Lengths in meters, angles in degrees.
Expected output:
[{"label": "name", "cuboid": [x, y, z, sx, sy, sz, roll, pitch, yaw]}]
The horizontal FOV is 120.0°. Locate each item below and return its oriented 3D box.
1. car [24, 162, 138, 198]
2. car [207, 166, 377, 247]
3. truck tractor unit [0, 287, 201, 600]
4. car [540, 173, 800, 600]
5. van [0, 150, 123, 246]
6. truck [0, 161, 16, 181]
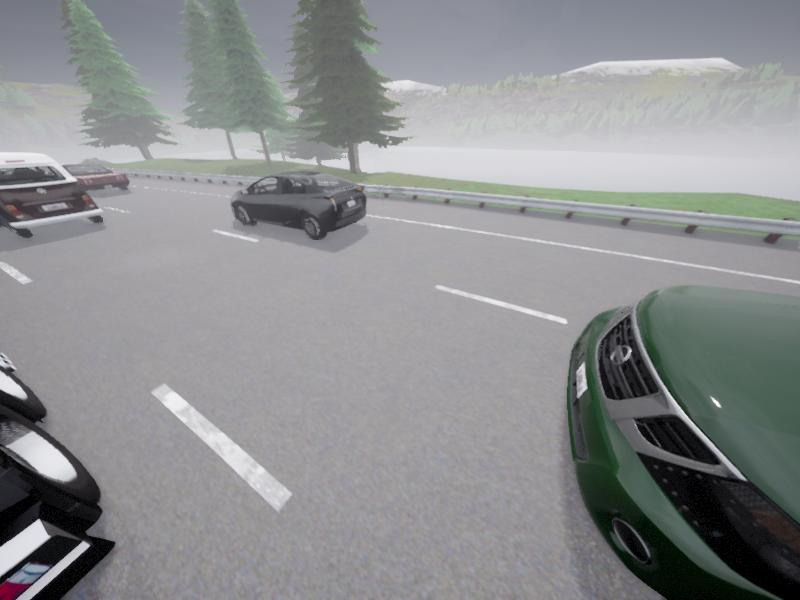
[{"label": "car", "cuboid": [-16.964, -6.491, 12.337, 4.718, 1.301, 1.895, 13, 37, 18]}, {"label": "car", "cuboid": [-3.203, -3.080, 7.100, 4.514, 1.525, 2.007, 16, 38, 22]}, {"label": "truck tractor unit", "cuboid": [-5.152, -0.257, 0.723, 6.516, 4.208, 3.053, 17, 38, 22]}, {"label": "car", "cuboid": [3.849, 1.147, 0.518, 5.566, 2.045, 2.150, 18, 39, 25]}, {"label": "van", "cuboid": [-11.710, -3.365, 7.154, 4.480, 2.038, 2.069, 15, 38, 21]}, {"label": "truck", "cuboid": [-31.775, -9.642, 16.312, 6.274, 2.098, 2.390, 10, 36, 14]}]
